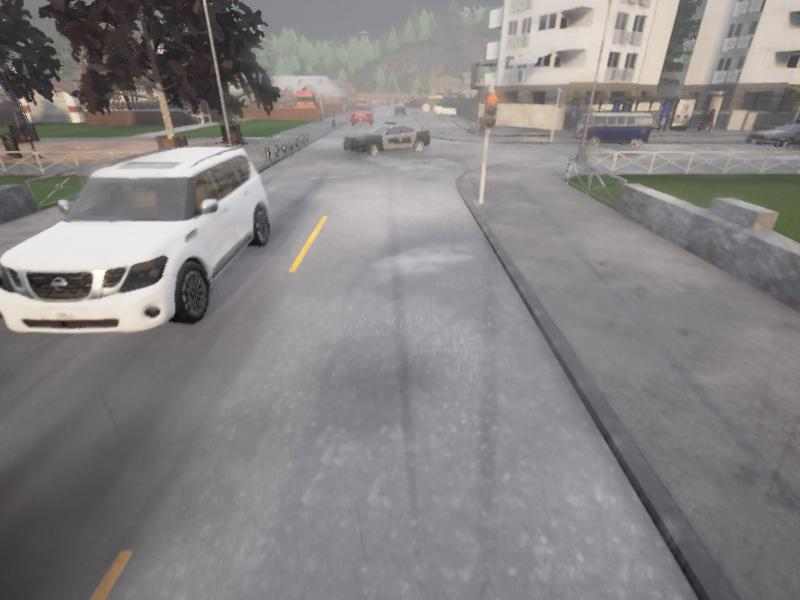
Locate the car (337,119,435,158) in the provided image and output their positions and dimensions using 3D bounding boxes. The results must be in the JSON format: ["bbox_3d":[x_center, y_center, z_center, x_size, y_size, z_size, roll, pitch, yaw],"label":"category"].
[{"bbox_3d":[-0.703,-9.215,22.663,5.238,1.638,1.930,-17,31,-29],"label":"car"}]

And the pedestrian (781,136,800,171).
[{"bbox_3d":[16.873,-6.103,16.688,0.751,1.300,0.751,0,27,1],"label":"pedestrian"}]

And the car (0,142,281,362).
[{"bbox_3d":[-4.038,-1.405,7.081,2.150,2.045,5.566,0,27,0],"label":"car"}]

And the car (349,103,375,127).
[{"bbox_3d":[-3.975,-19.874,42.897,2.150,2.045,5.566,0,27,0],"label":"car"}]

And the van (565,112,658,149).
[{"bbox_3d":[13.001,-10.537,24.823,4.442,1.987,1.775,0,27,0],"label":"van"}]

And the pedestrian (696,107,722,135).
[{"bbox_3d":[23.210,-13.450,30.057,0.751,1.860,0.751,0,27,-1],"label":"pedestrian"}]

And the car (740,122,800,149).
[{"bbox_3d":[24.909,-10.276,24.941,5.357,1.411,2.033,0,27,0],"label":"car"}]

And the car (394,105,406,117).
[{"bbox_3d":[0.035,-29.022,61.222,1.837,1.490,4.892,0,27,0],"label":"car"}]

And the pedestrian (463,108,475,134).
[{"bbox_3d":[5.476,-14.296,31.967,0.751,1.860,0.751,1,27,2],"label":"pedestrian"}]

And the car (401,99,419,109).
[{"bbox_3d":[2.232,-45.157,92.108,3.866,1.878,1.905,20,34,34],"label":"car"}]
